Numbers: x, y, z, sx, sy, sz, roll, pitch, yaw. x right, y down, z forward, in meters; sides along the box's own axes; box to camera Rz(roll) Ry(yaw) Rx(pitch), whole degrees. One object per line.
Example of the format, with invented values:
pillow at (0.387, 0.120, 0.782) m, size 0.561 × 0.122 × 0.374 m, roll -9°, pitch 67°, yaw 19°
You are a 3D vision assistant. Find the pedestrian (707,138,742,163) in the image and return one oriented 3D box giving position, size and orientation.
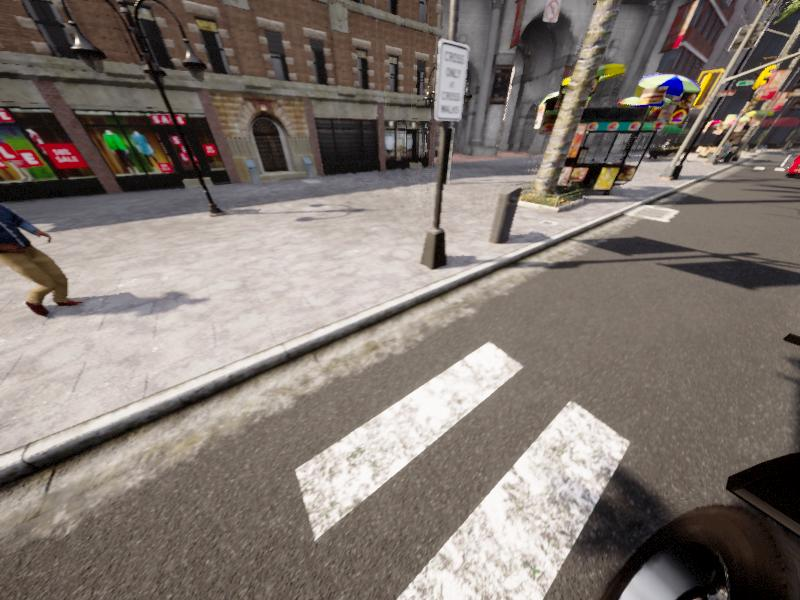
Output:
pedestrian at (28.778, -13.249, 20.525) m, size 0.751 × 1.860 × 0.751 m, roll -2°, pitch 35°, yaw -2°

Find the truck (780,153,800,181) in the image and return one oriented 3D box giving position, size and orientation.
truck at (27.738, -9.734, 14.154) m, size 8.468 × 3.827 × 2.891 m, roll -22°, pitch 41°, yaw -28°

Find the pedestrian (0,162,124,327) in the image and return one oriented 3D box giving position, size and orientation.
pedestrian at (-4.880, -0.639, 2.932) m, size 0.751 × 1.860 × 0.751 m, roll -4°, pitch 35°, yaw -6°

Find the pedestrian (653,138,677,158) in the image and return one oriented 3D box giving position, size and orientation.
pedestrian at (29.674, -17.056, 25.915) m, size 0.751 × 1.860 × 0.751 m, roll 4°, pitch 35°, yaw 6°
